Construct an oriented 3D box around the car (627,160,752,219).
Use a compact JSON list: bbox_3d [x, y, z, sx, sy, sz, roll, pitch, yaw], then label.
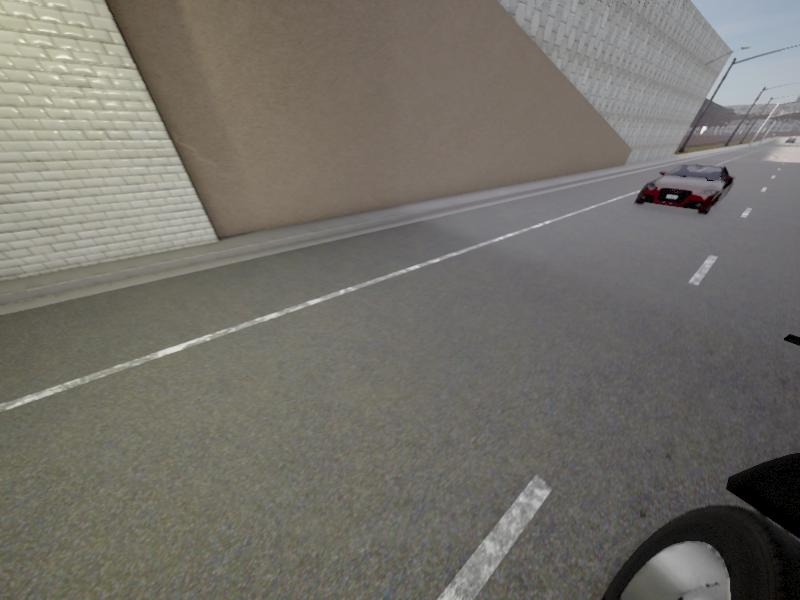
[{"bbox_3d":[11.116,-4.411,8.879,4.181,1.385,1.994,-22,41,-28],"label":"car"}]
